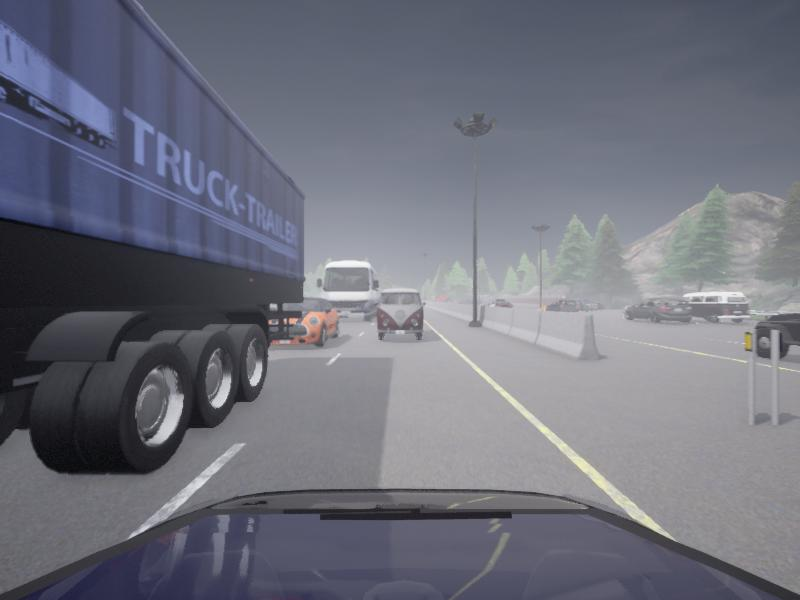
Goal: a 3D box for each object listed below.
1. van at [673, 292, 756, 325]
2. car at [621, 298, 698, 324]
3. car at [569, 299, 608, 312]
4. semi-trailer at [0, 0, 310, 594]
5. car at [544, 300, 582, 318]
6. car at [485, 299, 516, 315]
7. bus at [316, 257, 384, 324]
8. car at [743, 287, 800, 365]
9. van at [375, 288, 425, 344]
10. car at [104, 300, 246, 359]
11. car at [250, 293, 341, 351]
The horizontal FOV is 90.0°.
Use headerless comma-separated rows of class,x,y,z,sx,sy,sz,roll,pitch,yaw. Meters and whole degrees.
van,21.016,0.507,27.035,2.069,2.038,4.480,0,0,0
car,17.515,0.691,27.341,2.242,1.667,4.611,0,0,0
car,25.094,0.701,53.268,4.974,1.542,2.038,0,1,-27
semi-trailer,-3.504,-0.626,2.388,2.717,4.402,14.254,0,0,0
car,14.019,0.746,34.679,1.845,1.501,3.633,0,0,0
car,10.512,0.723,42.343,2.038,1.542,4.974,0,0,0
bus,-3.363,-0.606,30.668,3.944,4.253,10.273,0,0,0
car,10.506,0.623,9.222,1.905,1.878,3.866,0,0,0
van,0.008,0.560,16.314,1.775,1.987,4.442,0,0,0
car,-6.993,0.790,13.248,1.882,1.535,5.008,0,1,0
car,-3.493,0.660,14.421,2.097,1.767,4.553,0,0,0
